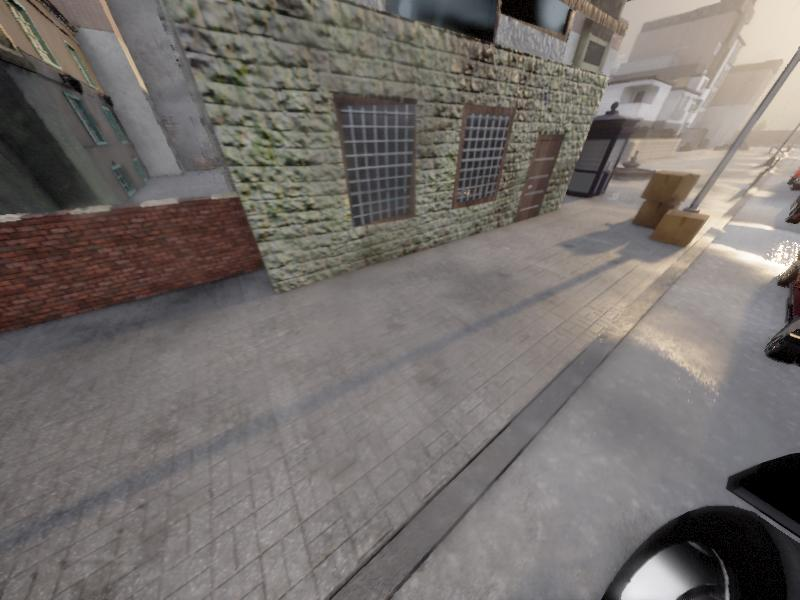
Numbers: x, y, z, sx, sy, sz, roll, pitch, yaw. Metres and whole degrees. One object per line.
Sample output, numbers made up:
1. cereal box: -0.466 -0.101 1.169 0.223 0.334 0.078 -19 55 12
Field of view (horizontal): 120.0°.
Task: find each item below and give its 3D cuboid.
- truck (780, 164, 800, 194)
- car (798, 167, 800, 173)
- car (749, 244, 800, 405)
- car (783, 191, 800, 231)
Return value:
1. truck: 21.140 -6.419 10.727 5.204 2.467 2.627 -22 41 -28
2. car: 31.219 -10.270 16.614 3.866 1.878 1.905 -22 41 -28
3. car: 6.375 0.052 2.678 4.718 1.301 1.895 -22 41 -28
4. car: 13.713 -2.964 6.830 4.181 1.385 1.994 -23 41 -28
